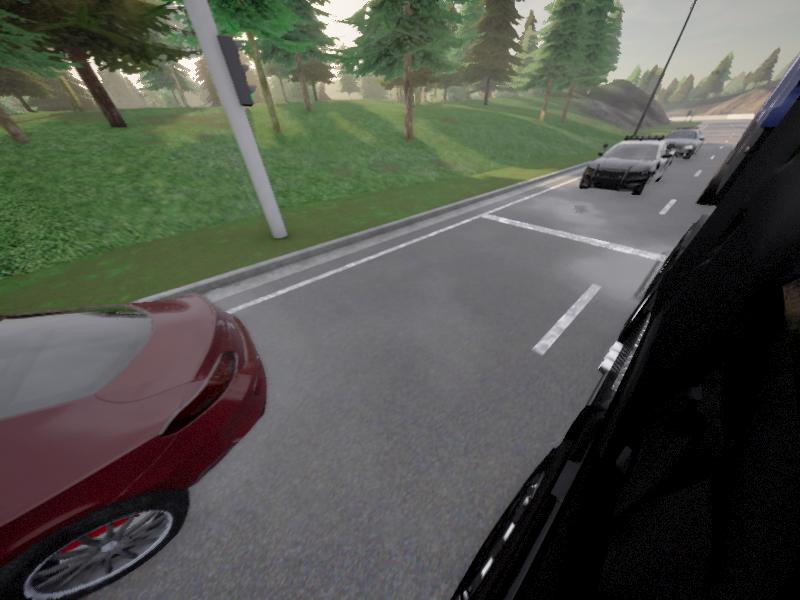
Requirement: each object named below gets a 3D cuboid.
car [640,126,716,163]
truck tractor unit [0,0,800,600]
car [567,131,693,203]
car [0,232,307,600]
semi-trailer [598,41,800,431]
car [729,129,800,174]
[{"bbox_3d":[17.380,-9.783,14.402,4.974,1.542,2.038,-28,43,-30],"label":"car"},{"bbox_3d":[2.645,-0.295,0.351,6.516,4.208,3.053,-28,44,-30],"label":"truck tractor unit"},{"bbox_3d":[8.794,-5.246,8.778,5.238,1.638,1.930,-28,43,-30],"label":"car"},{"bbox_3d":[-3.215,1.251,1.003,4.674,1.442,1.812,-28,43,-30],"label":"car"},{"bbox_3d":[8.694,-3.607,4.235,14.254,4.402,2.717,-28,44,-30],"label":"semi-trailer"},{"bbox_3d":[17.796,-7.078,10.866,4.181,1.385,1.994,-27,43,-28],"label":"car"}]
